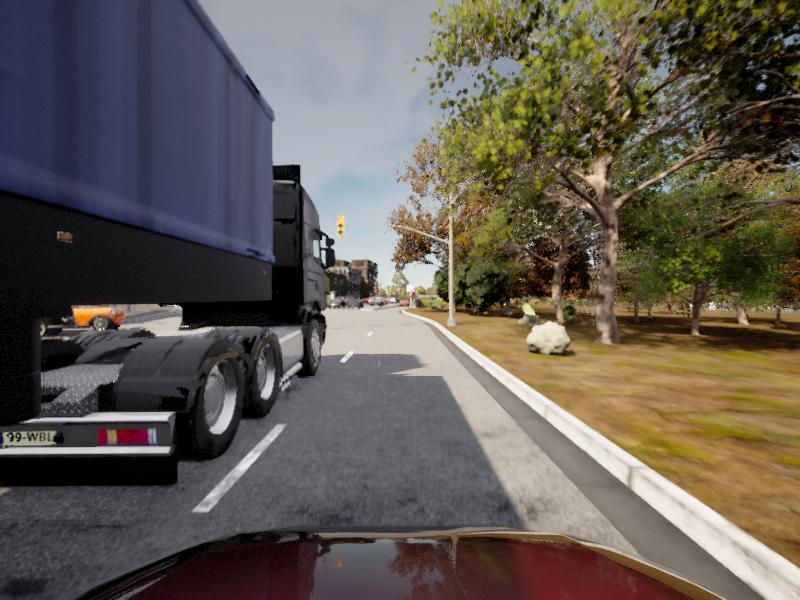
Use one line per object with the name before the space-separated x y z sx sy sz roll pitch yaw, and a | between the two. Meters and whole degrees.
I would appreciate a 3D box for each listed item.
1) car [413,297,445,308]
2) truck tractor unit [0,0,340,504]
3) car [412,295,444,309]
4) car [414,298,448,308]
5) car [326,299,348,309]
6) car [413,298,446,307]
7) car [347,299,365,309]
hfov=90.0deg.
car | 4.624 0.366 63.557 4.553 1.767 2.185 1 0 -14
truck tractor unit | -2.997 -0.523 6.374 3.053 4.208 6.516 0 0 0
car | 4.242 0.273 60.587 4.442 1.987 1.878 1 0 -14
car | 5.158 0.483 66.551 5.366 1.575 1.946 1 0 -13
car | -9.342 0.548 59.686 2.128 1.511 4.902 0 0 5
car | 5.138 0.472 69.402 5.366 1.575 1.946 1 1 -13
car | -6.442 0.560 58.405 1.816 1.474 4.193 0 0 5
